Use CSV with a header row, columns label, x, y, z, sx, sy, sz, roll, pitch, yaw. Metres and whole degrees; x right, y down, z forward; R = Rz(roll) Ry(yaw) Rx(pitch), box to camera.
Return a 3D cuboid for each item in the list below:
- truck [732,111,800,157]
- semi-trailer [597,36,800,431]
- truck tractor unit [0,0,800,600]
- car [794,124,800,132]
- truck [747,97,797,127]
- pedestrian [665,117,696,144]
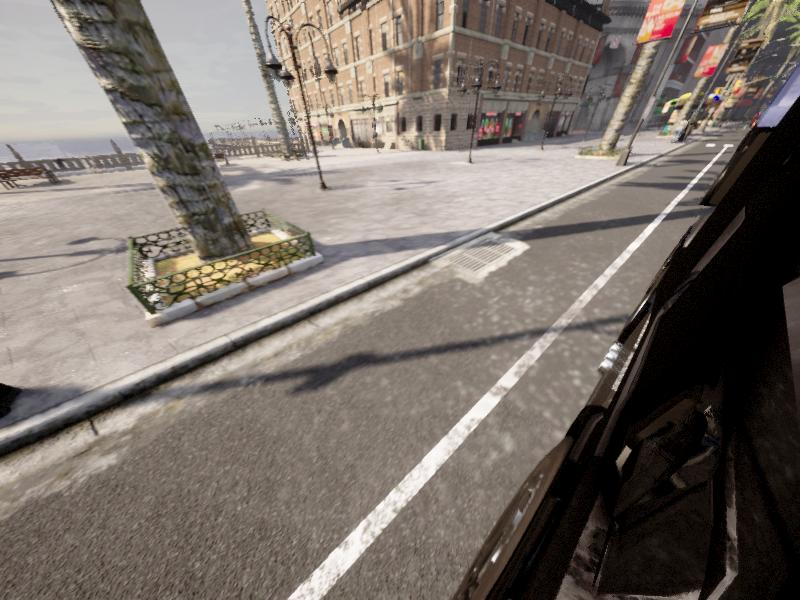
label,x,y,z,sx,sy,sz,roll,pitch,yaw
truck,24.815,-11.036,15.205,6.274,2.098,2.390,-27,43,-29
semi-trailer,8.744,-3.561,4.201,14.254,4.402,2.717,-27,43,-29
truck tractor unit,2.645,-0.295,0.351,6.516,4.208,3.053,-28,44,-30
car,49.507,-20.784,27.247,1.801,1.575,5.366,30,47,35
truck,66.143,-33.378,41.247,8.468,3.827,2.891,-27,43,-29
pedestrian,24.490,-14.848,20.220,0.751,1.860,0.751,-12,38,-12
